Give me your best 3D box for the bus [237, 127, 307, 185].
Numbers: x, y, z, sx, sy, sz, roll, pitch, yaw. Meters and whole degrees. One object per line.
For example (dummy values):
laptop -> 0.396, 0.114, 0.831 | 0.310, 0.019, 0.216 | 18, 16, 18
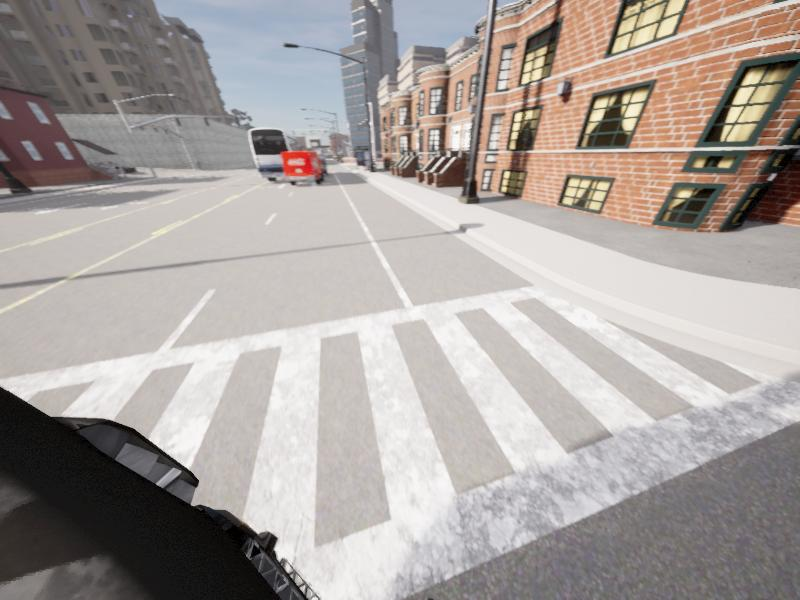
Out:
bus -> -12.670, -15.181, 24.445 | 3.944, 4.253, 10.273 | -10, 34, -12

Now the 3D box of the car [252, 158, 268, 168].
car -> -33.295, -32.672, 54.911 | 1.932, 1.855, 4.605 | -10, 33, -12

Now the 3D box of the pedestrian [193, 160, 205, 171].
pedestrian -> -38.269, -25.636, 43.999 | 0.751, 1.860, 0.751 | -4, 33, -4

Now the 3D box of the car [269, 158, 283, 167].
car -> -29.976, -33.252, 55.883 | 2.033, 1.649, 4.856 | -10, 33, -12

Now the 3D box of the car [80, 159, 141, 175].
car -> -42.817, -19.757, 34.364 | 5.238, 1.638, 1.930 | -5, 32, -16

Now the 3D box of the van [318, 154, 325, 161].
van -> -30.584, -55.604, 90.127 | 2.351, 2.431, 6.366 | -10, 33, -12

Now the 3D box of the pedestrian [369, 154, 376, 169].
pedestrian -> -4.237, -21.488, 35.823 | 0.751, 1.860, 0.751 | -10, 34, -13

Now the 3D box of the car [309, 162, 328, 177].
car -> -10.221, -16.569, 29.249 | 1.895, 1.301, 4.718 | -10, 33, -13

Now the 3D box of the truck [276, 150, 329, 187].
truck -> -8.299, -11.680, 20.419 | 2.627, 2.467, 5.204 | -4, 32, -4
